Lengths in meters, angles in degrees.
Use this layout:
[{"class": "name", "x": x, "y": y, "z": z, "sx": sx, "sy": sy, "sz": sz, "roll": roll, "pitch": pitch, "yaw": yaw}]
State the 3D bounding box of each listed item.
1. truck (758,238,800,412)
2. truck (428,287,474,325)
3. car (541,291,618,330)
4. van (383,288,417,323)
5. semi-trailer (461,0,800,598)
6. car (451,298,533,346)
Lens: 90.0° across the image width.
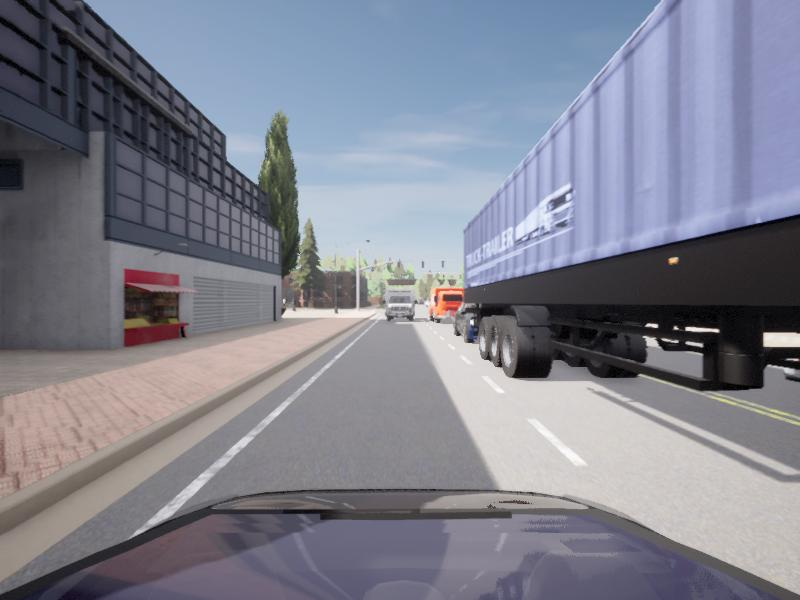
[{"class": "truck", "x": 7.002, "y": 0.359, "z": 3.757, "sx": 2.627, "sy": 2.467, "sz": 5.204, "roll": 0, "pitch": 0, "yaw": 0}, {"class": "truck", "x": 3.498, "y": 0.367, "z": 28.641, "sx": 2.627, "sy": 2.467, "sz": 5.204, "roll": 0, "pitch": 0, "yaw": 0}, {"class": "car", "x": 10.500, "y": 0.576, "z": 23.985, "sx": 2.150, "sy": 2.045, "sz": 5.566, "roll": 0, "pitch": 0, "yaw": 0}, {"class": "van", "x": -0.003, "y": 0.389, "z": 31.282, "sx": 2.351, "sy": 2.431, "sz": 6.366, "roll": 0, "pitch": 0, "yaw": 0}, {"class": "semi-trailer", "x": 3.494, "y": -0.614, "z": 6.893, "sx": 2.717, "sy": 4.402, "sz": 14.254, "roll": 0, "pitch": 0, "yaw": 0}, {"class": "car", "x": 3.497, "y": 0.766, "z": 16.170, "sx": 2.242, "sy": 1.667, "sz": 4.611, "roll": 0, "pitch": 0, "yaw": 0}]
